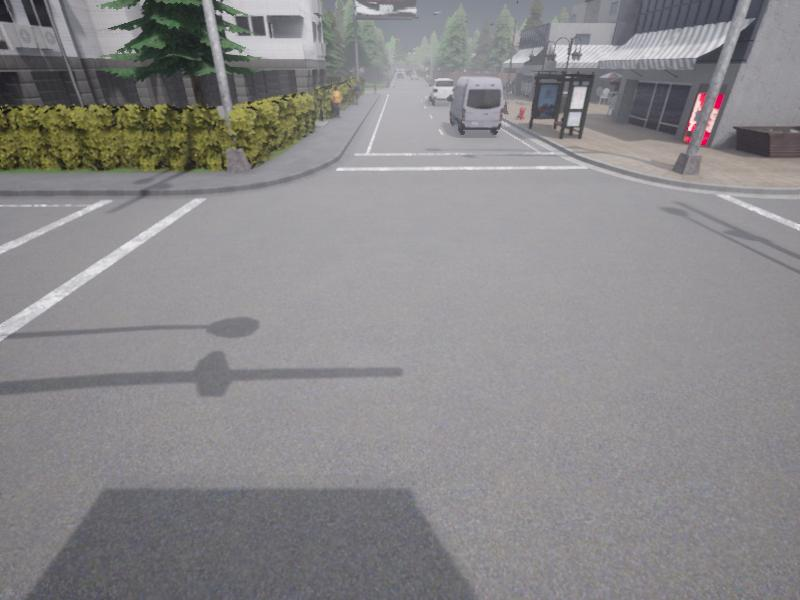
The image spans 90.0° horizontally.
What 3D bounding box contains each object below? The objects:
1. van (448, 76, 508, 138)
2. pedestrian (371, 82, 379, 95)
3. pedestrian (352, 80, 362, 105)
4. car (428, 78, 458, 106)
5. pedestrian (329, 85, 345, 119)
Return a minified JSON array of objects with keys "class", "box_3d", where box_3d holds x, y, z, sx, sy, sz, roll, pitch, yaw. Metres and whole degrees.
[{"class":"van","box_3d":[3.931,-10.478,21.411,1.988,2.561,5.915,0,30,0]},{"class":"pedestrian","box_3d":[-2.867,-24.495,46.264,0.751,1.300,0.751,9,31,14]},{"class":"pedestrian","box_3d":[-3.684,-17.742,34.159,0.751,1.860,0.751,-5,31,-8]},{"class":"car","box_3d":[3.882,-19.283,36.953,2.150,2.045,5.566,0,30,0]},{"class":"pedestrian","box_3d":[-3.872,-12.242,24.751,0.751,1.860,0.751,-1,30,-2]}]
